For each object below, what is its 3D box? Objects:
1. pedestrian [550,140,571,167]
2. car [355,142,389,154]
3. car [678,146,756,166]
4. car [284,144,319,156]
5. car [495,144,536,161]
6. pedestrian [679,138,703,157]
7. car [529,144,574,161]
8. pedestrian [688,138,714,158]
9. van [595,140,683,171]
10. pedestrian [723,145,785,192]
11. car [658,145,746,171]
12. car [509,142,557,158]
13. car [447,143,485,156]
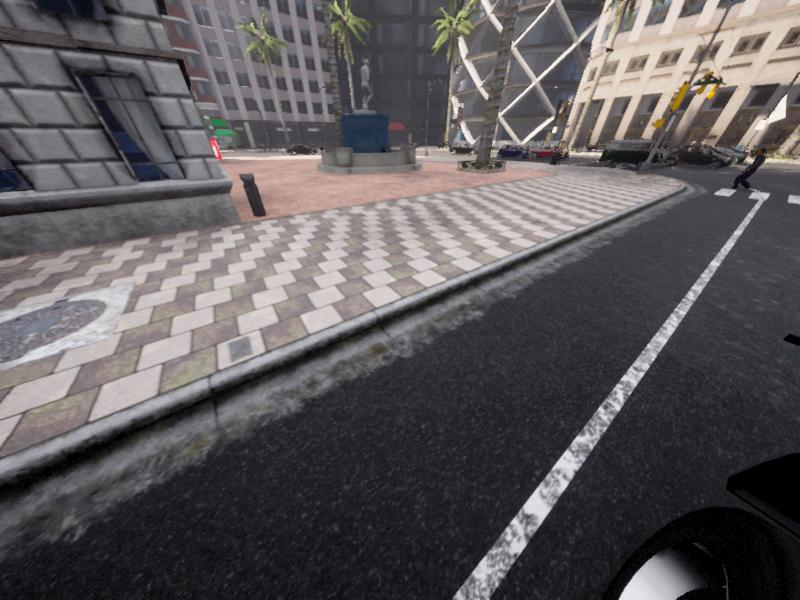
[{"bbox_3d":[13.243,-12.144,19.142,0.751,1.860,0.751,11,37,16],"label":"pedestrian"},{"bbox_3d":[-4.696,-25.673,38.969,5.238,1.638,1.930,4,35,6],"label":"car"},{"bbox_3d":[30.998,-14.253,22.748,1.994,1.385,4.181,-22,41,-28],"label":"car"},{"bbox_3d":[-15.337,-23.555,36.207,4.674,1.442,1.812,-6,35,-7],"label":"car"},{"bbox_3d":[13.652,-17.571,27.437,1.845,1.501,3.633,-27,43,-32],"label":"car"},{"bbox_3d":[34.278,-17.935,27.218,0.751,1.860,0.751,4,35,6],"label":"pedestrian"},{"bbox_3d":[17.978,-17.636,27.546,1.970,1.475,3.806,-25,42,-30],"label":"car"},{"bbox_3d":[34.679,-17.539,26.653,0.751,1.860,0.751,6,36,9],"label":"pedestrian"},{"bbox_3d":[20.013,-12.417,19.681,1.775,1.987,4.442,-17,38,-22],"label":"van"},{"bbox_3d":[16.866,-6.285,11.065,0.751,1.860,0.751,-20,40,-25],"label":"pedestrian"},{"bbox_3d":[25.168,-12.054,19.458,1.851,1.617,3.988,-22,41,-28],"label":"car"},{"bbox_3d":[18.242,-20.868,31.989,1.930,1.638,5.238,-27,43,-32],"label":"car"},{"bbox_3d":[9.759,-22.417,34.356,4.902,1.511,2.128,21,40,27],"label":"car"}]
